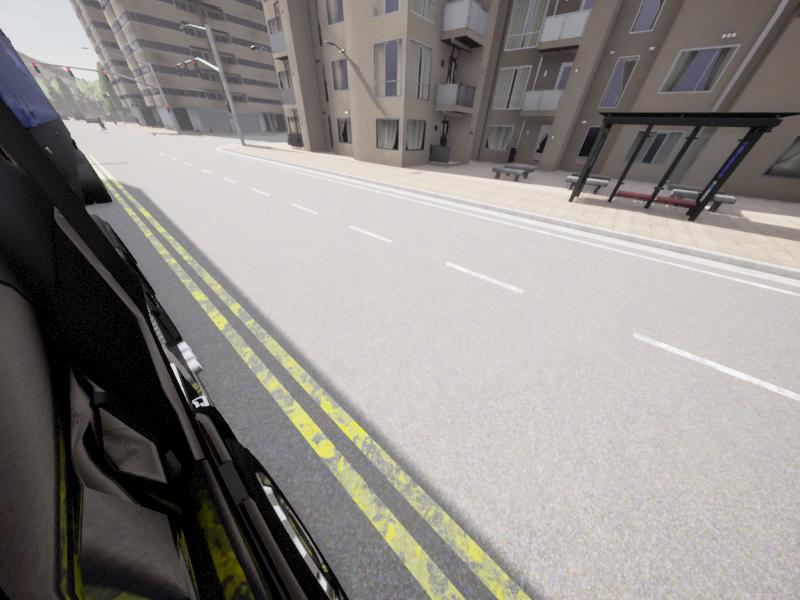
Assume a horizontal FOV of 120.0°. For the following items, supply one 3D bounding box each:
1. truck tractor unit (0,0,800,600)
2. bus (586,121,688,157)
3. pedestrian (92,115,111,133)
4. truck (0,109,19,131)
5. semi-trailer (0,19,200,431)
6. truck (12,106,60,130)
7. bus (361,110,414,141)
[{"bbox_3d":[-2.645,-0.295,0.351,6.516,4.208,3.053,28,44,30],"label":"truck tractor unit"},{"bbox_3d":[38.314,-26.710,38.105,3.944,4.253,10.273,-18,42,-27],"label":"bus"},{"bbox_3d":[-39.834,-23.417,30.813,0.751,1.860,0.751,27,43,29],"label":"pedestrian"},{"bbox_3d":[-51.207,-22.752,29.045,6.274,2.098,2.390,29,44,30],"label":"truck"},{"bbox_3d":[-8.588,-3.680,4.329,14.254,4.402,2.717,29,44,31],"label":"semi-trailer"},{"bbox_3d":[-51.177,-25.645,32.602,5.204,2.467,2.627,28,44,30],"label":"truck"},{"bbox_3d":[-2.119,-33.019,44.069,3.944,4.253,10.273,28,43,30],"label":"bus"}]
